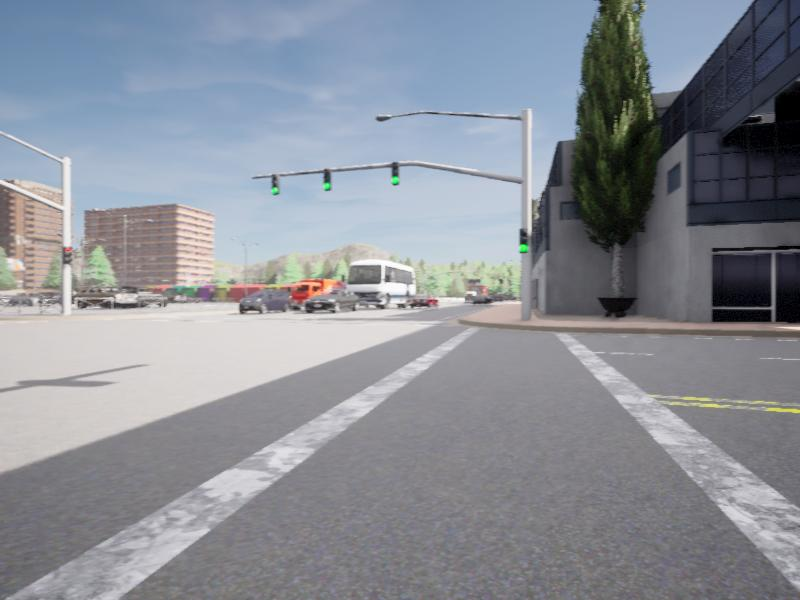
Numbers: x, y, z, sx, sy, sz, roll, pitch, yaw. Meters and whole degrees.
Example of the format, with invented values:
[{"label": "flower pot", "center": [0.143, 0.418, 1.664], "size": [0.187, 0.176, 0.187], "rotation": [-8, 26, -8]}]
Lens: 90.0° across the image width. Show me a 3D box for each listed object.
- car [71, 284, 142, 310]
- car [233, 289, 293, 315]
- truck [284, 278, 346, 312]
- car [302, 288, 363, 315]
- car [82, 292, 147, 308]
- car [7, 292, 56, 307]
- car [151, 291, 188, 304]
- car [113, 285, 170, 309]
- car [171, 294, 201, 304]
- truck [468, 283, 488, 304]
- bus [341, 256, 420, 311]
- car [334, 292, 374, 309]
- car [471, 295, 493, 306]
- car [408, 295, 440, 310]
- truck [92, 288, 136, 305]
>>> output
[{"label": "car", "center": [-22.174, -0.229, 30.293], "size": [4.605, 1.855, 1.932], "rotation": [0, 0, 16]}, {"label": "car", "center": [-8.626, 0.113, 25.558], "size": [1.845, 1.501, 3.633], "rotation": [0, 0, 17]}, {"label": "truck", "center": [-6.632, -0.387, 32.053], "size": [2.627, 2.467, 5.204], "rotation": [0, 0, 17]}, {"label": "car", "center": [-4.445, 0.056, 27.333], "size": [2.152, 1.651, 5.027], "rotation": [0, 0, 16]}, {"label": "car", "center": [-26.744, -0.023, 37.462], "size": [5.357, 1.415, 2.033], "rotation": [0, 0, 16]}, {"label": "car", "center": [-37.336, -0.023, 40.525], "size": [3.806, 1.475, 1.970], "rotation": [0, 0, 16]}, {"label": "car", "center": [-32.714, -0.341, 56.777], "size": [4.605, 1.855, 1.932], "rotation": [0, 0, 16]}, {"label": "car", "center": [-21.316, -0.239, 33.057], "size": [3.866, 1.878, 1.905], "rotation": [0, 0, 16]}, {"label": "car", "center": [-31.845, -0.143, 59.542], "size": [3.905, 1.438, 1.784], "rotation": [0, 0, 16]}, {"label": "truck", "center": [15.156, -1.285, 77.445], "size": [2.891, 3.827, 8.468], "rotation": [0, 0, 18]}, {"label": "bus", "center": [-1.366, -1.302, 36.685], "size": [3.944, 4.253, 10.273], "rotation": [0, 0, 18]}, {"label": "car", "center": [-4.382, 0.024, 39.155], "size": [1.801, 1.575, 5.366], "rotation": [0, 0, 18]}, {"label": "car", "center": [11.395, 0.036, 55.134], "size": [2.033, 1.411, 5.357], "rotation": [0, 0, 23]}, {"label": "car", "center": [2.304, 0.172, 37.064], "size": [1.895, 1.301, 4.718], "rotation": [0, 0, 18]}, {"label": "truck", "center": [-34.949, -0.398, 48.869], "size": [4.478, 2.038, 2.069], "rotation": [0, 0, 16]}]
